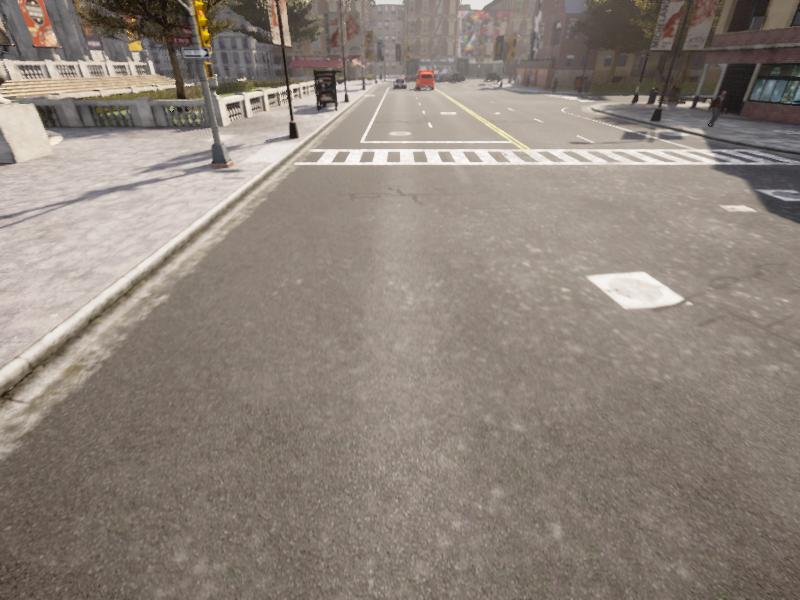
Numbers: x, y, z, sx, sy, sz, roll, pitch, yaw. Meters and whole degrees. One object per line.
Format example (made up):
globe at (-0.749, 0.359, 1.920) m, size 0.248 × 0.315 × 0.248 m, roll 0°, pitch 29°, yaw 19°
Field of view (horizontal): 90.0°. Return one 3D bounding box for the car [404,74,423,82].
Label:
car at (2.804, -46.581, 84.002) m, size 1.895 × 1.301 × 4.718 m, roll 16°, pitch 34°, yaw 25°

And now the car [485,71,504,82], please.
car at (20.195, -47.814, 85.547) m, size 1.932 × 1.855 × 4.605 m, roll 22°, pitch 37°, yaw 33°

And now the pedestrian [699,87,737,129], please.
pedestrian at (16.367, -9.887, 20.624) m, size 0.751 × 1.860 × 0.751 m, roll 3°, pitch 31°, yaw 5°

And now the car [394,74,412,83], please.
car at (0.638, -43.960, 79.389) m, size 2.002 × 1.452 × 4.674 m, roll 10°, pitch 32°, yaw 17°

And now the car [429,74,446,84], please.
car at (7.329, -43.510, 78.627) m, size 2.007 × 1.525 × 4.514 m, roll 11°, pitch 32°, yaw 18°

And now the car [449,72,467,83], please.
car at (11.571, -44.171, 79.340) m, size 1.932 × 1.855 × 4.605 m, roll 15°, pitch 33°, yaw 23°

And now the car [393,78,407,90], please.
car at (0.027, -30.991, 57.366) m, size 1.970 × 1.475 × 3.806 m, roll 0°, pitch 30°, yaw 0°

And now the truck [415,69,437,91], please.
truck at (3.527, -30.269, 55.060) m, size 2.627 × 2.467 × 5.204 m, roll 0°, pitch 31°, yaw 0°

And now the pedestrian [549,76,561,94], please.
pedestrian at (18.512, -25.651, 47.767) m, size 0.751 × 1.860 × 0.751 m, roll -26°, pitch 39°, yaw -37°
